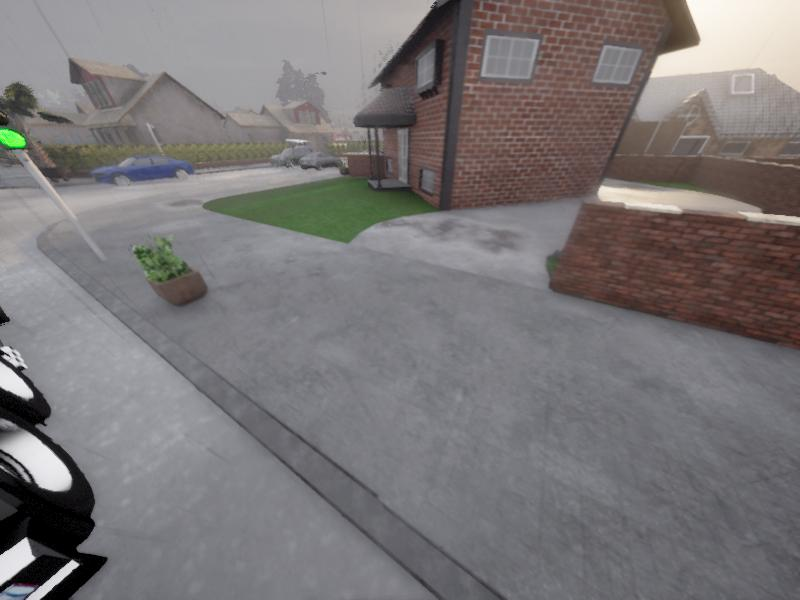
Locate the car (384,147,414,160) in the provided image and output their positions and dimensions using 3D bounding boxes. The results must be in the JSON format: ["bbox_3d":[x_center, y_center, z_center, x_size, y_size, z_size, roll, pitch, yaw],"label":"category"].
[{"bbox_3d":[-0.025,-20.456,32.256,1.895,1.301,4.718,19,39,25],"label":"car"}]

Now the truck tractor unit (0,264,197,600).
[{"bbox_3d":[-5.111,-0.299,0.787,6.516,4.208,3.053,18,39,24],"label":"truck tractor unit"}]

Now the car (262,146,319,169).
[{"bbox_3d":[-10.783,-14.414,23.234,2.097,1.767,4.553,18,39,24],"label":"car"}]

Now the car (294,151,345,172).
[{"bbox_3d":[-7.377,-13.042,21.606,1.994,1.385,4.181,16,38,22],"label":"car"}]

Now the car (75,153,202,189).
[{"bbox_3d":[-16.566,-8.537,15.064,1.882,1.535,5.008,18,39,24],"label":"car"}]
